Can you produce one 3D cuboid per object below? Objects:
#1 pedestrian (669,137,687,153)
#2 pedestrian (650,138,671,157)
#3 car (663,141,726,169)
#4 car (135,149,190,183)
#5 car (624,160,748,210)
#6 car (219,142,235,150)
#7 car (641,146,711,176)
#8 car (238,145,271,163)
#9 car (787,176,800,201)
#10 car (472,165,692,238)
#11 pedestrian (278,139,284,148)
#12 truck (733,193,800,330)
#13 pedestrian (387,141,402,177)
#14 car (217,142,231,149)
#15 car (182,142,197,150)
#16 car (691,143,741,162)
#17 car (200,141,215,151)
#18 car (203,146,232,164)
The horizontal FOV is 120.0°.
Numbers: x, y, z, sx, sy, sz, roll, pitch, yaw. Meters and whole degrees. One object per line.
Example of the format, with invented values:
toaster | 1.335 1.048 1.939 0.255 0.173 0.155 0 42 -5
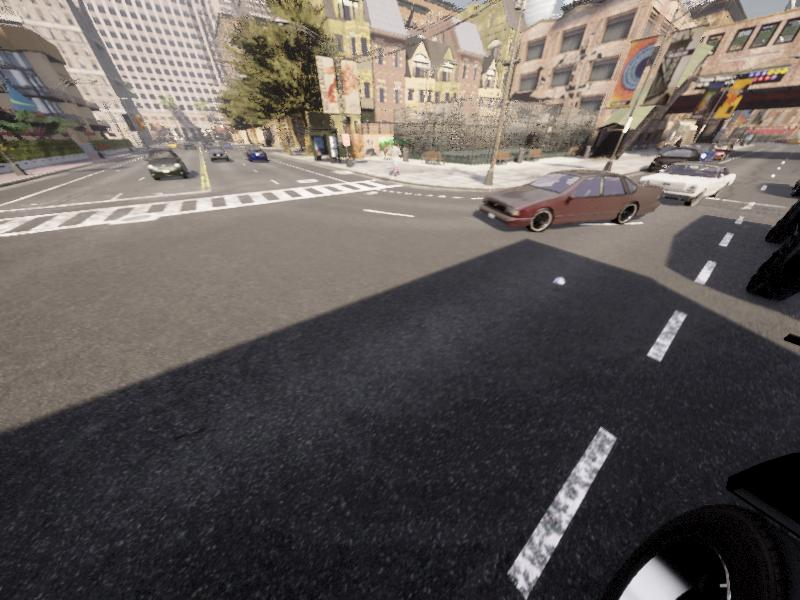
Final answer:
pedestrian | 39.330 -21.930 32.710 0.751 1.860 0.751 -20 40 -26
pedestrian | 30.024 -17.591 26.645 0.751 1.860 0.751 -22 40 -27
car | 25.523 -12.639 20.037 4.553 1.767 2.185 -23 41 -28
car | -15.949 -9.270 15.779 1.851 1.617 3.988 -23 41 -28
car | 12.092 -5.009 9.771 4.718 1.301 1.895 -19 39 -24
car | -39.920 -35.462 53.260 2.033 1.411 5.357 -26 42 -31
car | 20.346 -10.320 17.015 5.008 1.535 2.097 -23 41 -28
car | -16.862 -16.889 26.688 2.163 1.488 4.792 -23 41 -28
car | 18.980 -5.294 9.816 5.238 1.638 1.930 -22 41 -28
car | 5.309 -3.196 7.176 5.357 1.411 2.033 -8 36 -11
pedestrian | -29.745 -39.287 57.892 0.751 1.860 0.751 -22 41 -28
truck | 8.549 -1.216 3.731 6.274 2.098 2.390 -22 41 -28
pedestrian | -0.330 -8.837 14.505 0.751 1.860 0.751 6 36 9
car | -44.868 -39.343 58.735 2.163 1.488 4.792 -23 41 -28
car | -52.611 -38.561 57.818 2.152 1.651 5.027 -23 41 -28
car | 34.362 -16.126 25.121 4.892 1.521 2.231 -23 41 -28
car | -43.834 -35.101 52.591 2.033 1.649 4.856 -23 41 -28
car | -21.323 -16.965 26.910 2.033 1.411 5.357 -23 41 -28
